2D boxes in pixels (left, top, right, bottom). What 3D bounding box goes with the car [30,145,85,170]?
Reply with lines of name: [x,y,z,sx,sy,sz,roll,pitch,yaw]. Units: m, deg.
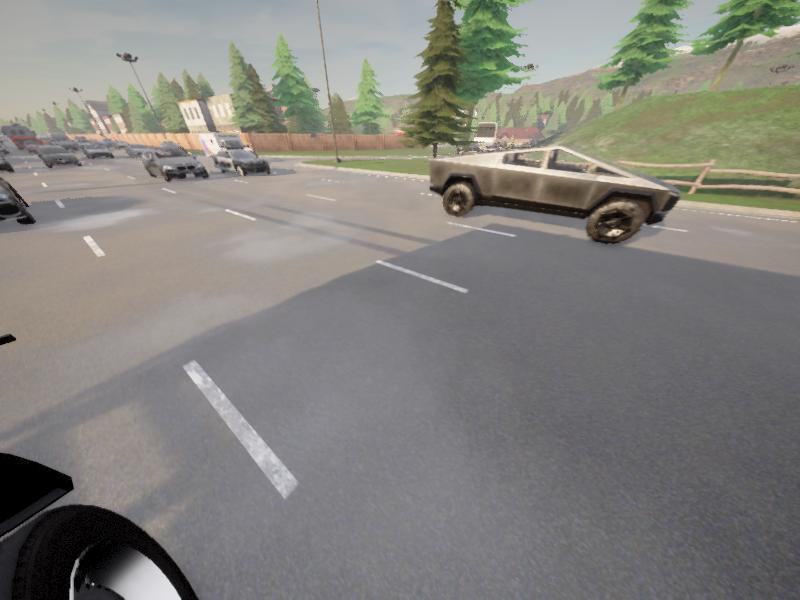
car: [-28.943,-12.099,19.501,4.892,1.490,1.837,23,41,28]

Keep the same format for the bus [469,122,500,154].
bus: [15.282,-28.911,41.313,3.944,4.253,10.273,11,37,15]

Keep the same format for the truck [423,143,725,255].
truck: [4.094,-3.524,7.114,6.274,2.098,2.390,23,41,28]

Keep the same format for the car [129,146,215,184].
car: [-14.148,-8.478,14.348,4.611,1.667,2.242,23,41,28]

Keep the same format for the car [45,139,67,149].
car: [-69.003,-31.329,46.339,3.633,1.501,1.845,23,41,28]

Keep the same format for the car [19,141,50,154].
car: [-54.018,-22.576,34.101,3.633,1.501,1.845,23,41,28]

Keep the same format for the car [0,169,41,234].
car: [-13.384,-3.173,6.879,5.027,1.651,2.152,22,41,28]

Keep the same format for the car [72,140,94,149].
car: [-66.711,-32.785,48.574,3.806,1.475,1.970,23,41,28]

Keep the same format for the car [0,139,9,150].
car: [-72.577,-27.982,41.298,4.605,1.855,1.932,23,41,28]

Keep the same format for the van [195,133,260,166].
van: [-17.122,-14.995,22.897,6.366,2.431,2.351,23,41,28]

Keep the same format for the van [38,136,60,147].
van: [-79.967,-36.078,52.609,4.442,1.987,1.775,23,41,28]

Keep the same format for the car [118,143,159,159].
car: [-32.278,-18.415,28.509,5.357,1.411,2.033,23,41,28]

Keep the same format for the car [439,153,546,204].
car: [4.130,-5.790,10.750,3.988,1.617,1.851,23,41,28]

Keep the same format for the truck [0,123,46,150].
truck: [-68.877,-29.718,42.094,8.468,3.827,2.891,23,41,28]

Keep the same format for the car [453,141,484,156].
car: [10.284,-22.742,34.658,2.097,1.767,4.553,29,44,34]

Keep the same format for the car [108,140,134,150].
car: [-53.921,-29.936,44.632,5.357,1.411,2.033,23,41,28]

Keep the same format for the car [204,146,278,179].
car: [-11.136,-9.694,16.120,5.238,1.638,1.930,23,41,28]

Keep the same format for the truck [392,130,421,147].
truck: [1.790,-47.205,67.478,8.468,3.827,2.891,23,41,28]

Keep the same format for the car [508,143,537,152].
car: [25.144,-31.386,47.466,4.718,1.301,1.895,23,41,28]

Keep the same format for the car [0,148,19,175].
car: [-29.279,-9.749,16.181,4.792,1.488,2.163,23,41,28]

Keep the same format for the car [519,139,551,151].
car: [29.989,-34.632,51.462,5.566,2.045,2.150,23,41,28]

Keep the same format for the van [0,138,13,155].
van: [-56.932,-21.677,32.022,6.366,2.431,2.351,23,41,28]

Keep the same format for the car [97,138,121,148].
car: [-61.996,-33.462,49.230,4.553,1.767,2.097,23,41,28]

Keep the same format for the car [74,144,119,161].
car: [-34.761,-16.967,26.436,5.357,1.411,2.033,23,41,28]

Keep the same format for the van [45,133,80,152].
van: [-57.246,-26.814,39.210,5.915,2.561,1.988,23,41,28]

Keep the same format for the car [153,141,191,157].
car: [-30.685,-20.335,31.029,5.238,1.638,1.930,23,41,28]
